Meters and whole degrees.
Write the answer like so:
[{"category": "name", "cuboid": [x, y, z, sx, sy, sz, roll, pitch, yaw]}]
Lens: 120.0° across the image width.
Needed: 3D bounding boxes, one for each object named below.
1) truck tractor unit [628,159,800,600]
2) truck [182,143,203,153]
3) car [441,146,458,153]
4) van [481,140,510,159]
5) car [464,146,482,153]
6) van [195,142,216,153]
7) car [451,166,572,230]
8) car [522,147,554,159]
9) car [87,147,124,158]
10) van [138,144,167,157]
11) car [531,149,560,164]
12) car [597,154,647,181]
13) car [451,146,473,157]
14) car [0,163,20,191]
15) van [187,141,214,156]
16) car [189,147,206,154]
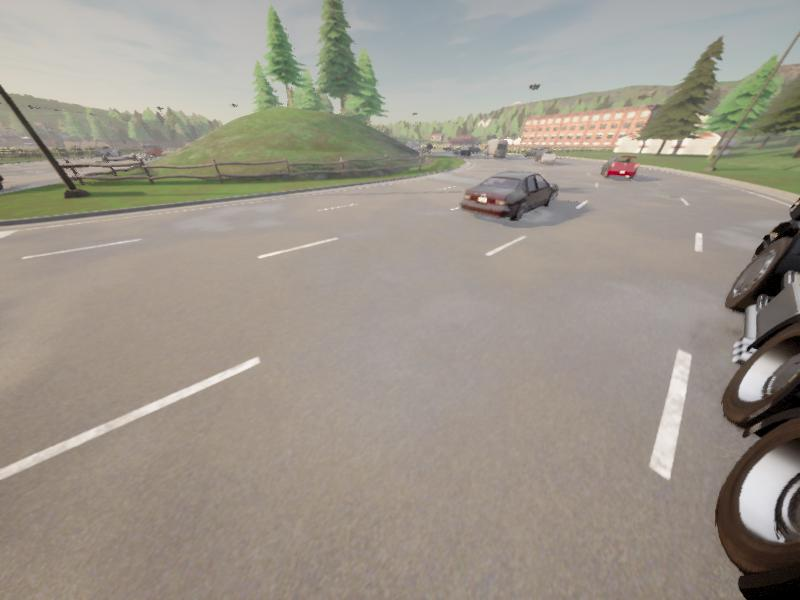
[{"category": "truck tractor unit", "cuboid": [4.918, -0.456, 1.017, 6.516, 4.208, 3.053, -25, 42, -32]}, {"category": "truck", "cuboid": [-56.045, -41.256, 62.573, 2.390, 2.098, 6.274, -13, 36, -18]}, {"category": "car", "cuboid": [13.777, -42.433, 64.886, 2.128, 1.511, 4.902, -13, 36, -18]}, {"category": "van", "cuboid": [16.119, -25.740, 39.501, 1.988, 2.561, 5.915, -1, 34, -4]}, {"category": "car", "cuboid": [19.334, -39.905, 61.136, 1.837, 1.490, 4.892, -13, 36, -18]}, {"category": "van", "cuboid": [-52.119, -41.182, 62.170, 2.351, 2.431, 6.366, -13, 36, -18]}, {"category": "car", "cuboid": [4.531, -4.258, 9.091, 5.357, 1.411, 2.033, -29, 44, -35]}, {"category": "car", "cuboid": [23.138, -24.864, 38.988, 2.242, 1.667, 4.611, -1, 34, -3]}, {"category": "car", "cuboid": [-53.454, -26.899, 42.074, 2.038, 1.542, 4.974, -13, 37, -18]}, {"category": "van", "cuboid": [-46.852, -28.405, 43.885, 1.775, 1.987, 4.442, -13, 36, -18]}, {"category": "car", "cuboid": [18.839, -18.689, 30.080, 1.845, 1.501, 3.633, 6, 35, 8]}, {"category": "car", "cuboid": [16.968, -10.361, 17.900, 1.845, 1.501, 3.633, 17, 38, 23]}, {"category": "car", "cuboid": [11.744, -28.437, 44.239, 1.930, 1.638, 5.238, -6, 35, -10]}, {"category": "car", "cuboid": [-23.167, -6.061, 11.146, 2.150, 2.045, 5.566, -14, 37, -19]}, {"category": "van", "cuboid": [-41.529, -31.690, 48.297, 2.351, 2.431, 6.366, -13, 36, -18]}, {"category": "car", "cuboid": [-48.840, -36.187, 55.791, 1.994, 1.385, 4.181, -13, 36, -18]}]
